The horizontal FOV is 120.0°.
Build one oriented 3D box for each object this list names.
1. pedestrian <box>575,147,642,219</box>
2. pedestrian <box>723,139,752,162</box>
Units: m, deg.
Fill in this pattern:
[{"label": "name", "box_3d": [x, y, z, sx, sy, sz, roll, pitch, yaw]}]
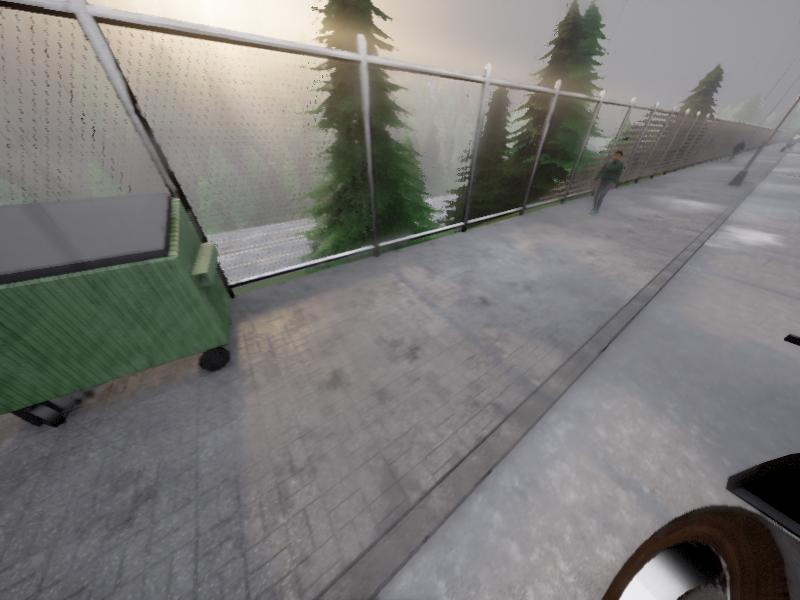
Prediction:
[{"label": "pedestrian", "box_3d": [6.330, -3.584, 7.106, 0.751, 1.860, 0.751, -27, 43, -32]}, {"label": "pedestrian", "box_3d": [33.334, -14.815, 22.833, 0.751, 1.860, 0.751, -21, 40, -26]}]
